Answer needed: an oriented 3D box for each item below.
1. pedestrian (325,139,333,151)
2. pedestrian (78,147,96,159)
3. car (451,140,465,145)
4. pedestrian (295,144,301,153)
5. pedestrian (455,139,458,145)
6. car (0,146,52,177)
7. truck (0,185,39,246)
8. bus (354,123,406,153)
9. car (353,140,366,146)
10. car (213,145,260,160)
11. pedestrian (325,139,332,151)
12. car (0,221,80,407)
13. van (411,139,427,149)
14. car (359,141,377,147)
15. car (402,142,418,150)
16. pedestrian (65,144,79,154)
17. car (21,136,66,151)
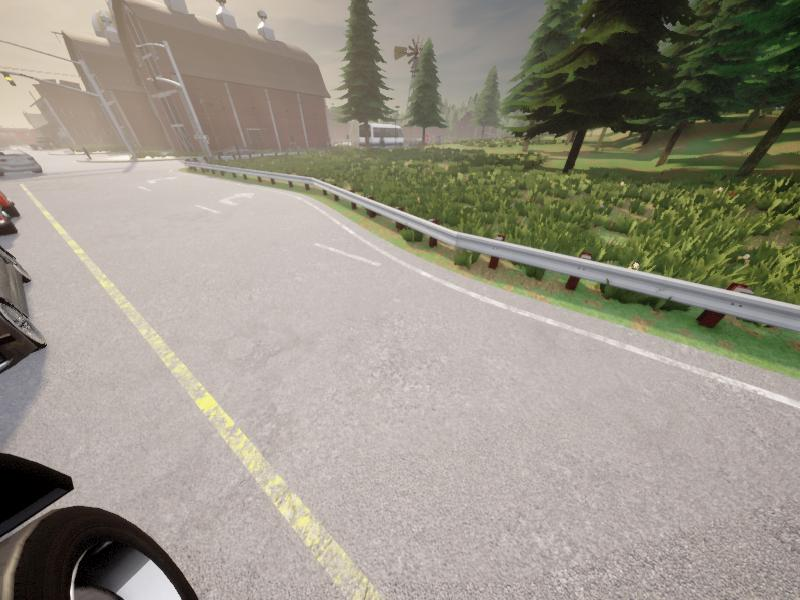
[{"bbox_3d":[-13.203,-28.829,42.902,0.751,1.860,0.751,23,41,29],"label":"pedestrian"},{"bbox_3d":[-33.734,-15.818,24.889,0.500,1.100,0.500,1,35,1],"label":"pedestrian"},{"bbox_3d":[22.834,-62.000,90.863,5.008,1.535,1.882,22,41,28],"label":"car"},{"bbox_3d":[-16.794,-25.011,38.113,0.500,1.100,0.500,22,41,28],"label":"pedestrian"},{"bbox_3d":[19.841,-55.728,81.346,0.751,1.860,0.751,22,41,28],"label":"pedestrian"},{"bbox_3d":[-28.134,-9.516,15.808,4.611,1.667,2.242,2,35,2],"label":"car"},{"bbox_3d":[-12.583,-2.885,5.778,5.204,2.467,2.627,22,40,27],"label":"truck"},{"bbox_3d":[-3.309,-30.539,43.631,3.944,4.253,10.273,22,41,28],"label":"bus"},{"bbox_3d":[-13.431,-52.056,76.528,1.816,1.474,4.193,22,40,27],"label":"car"},{"bbox_3d":[-20.542,-18.655,29.133,1.994,1.385,4.181,22,41,28],"label":"car"},{"bbox_3d":[-13.100,-28.446,42.359,0.751,1.860,0.751,-19,39,-25],"label":"pedestrian"},{"bbox_3d":[-6.372,-0.094,2.713,4.902,1.511,2.128,22,41,28],"label":"car"},{"bbox_3d":[4.816,-39.673,58.586,2.069,2.038,4.480,22,41,28],"label":"van"},{"bbox_3d":[-9.196,-44.794,66.244,4.902,1.511,2.128,21,40,27],"label":"car"},{"bbox_3d":[2.146,-33.777,50.633,1.845,1.501,3.633,22,41,28],"label":"car"},{"bbox_3d":[-46.414,-21.378,32.698,0.500,1.100,0.500,13,37,17],"label":"pedestrian"},{"bbox_3d":[-65.219,-28.693,42.302,3.866,1.878,1.905,-6,41,-6],"label":"car"}]
